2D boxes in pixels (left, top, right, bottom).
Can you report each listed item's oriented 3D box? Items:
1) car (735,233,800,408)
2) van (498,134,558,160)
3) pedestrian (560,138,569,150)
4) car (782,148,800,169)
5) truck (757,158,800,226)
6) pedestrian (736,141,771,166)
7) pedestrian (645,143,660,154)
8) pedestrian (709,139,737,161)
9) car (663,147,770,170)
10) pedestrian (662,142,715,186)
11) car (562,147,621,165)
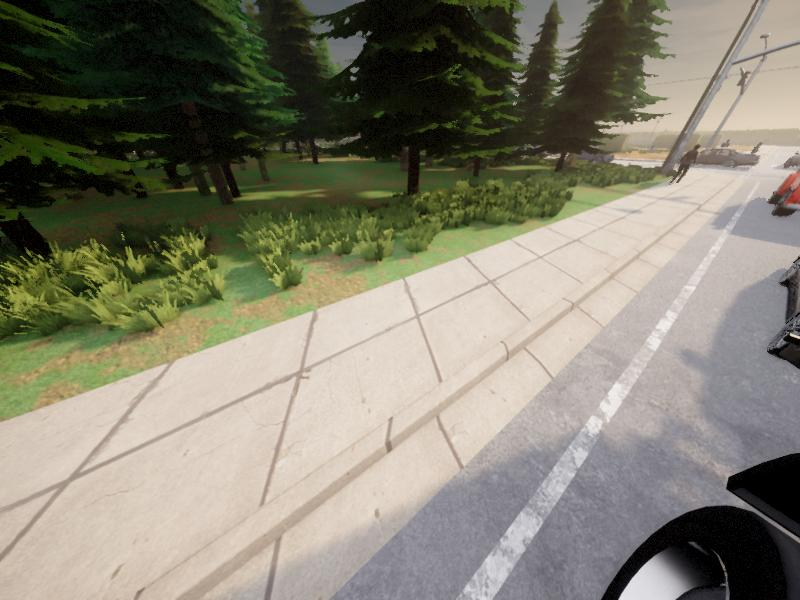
[{"bbox_3d":[6.440,-0.029,2.642,4.902,1.511,2.128,-22,41,-28],"label":"car"},{"bbox_3d":[15.859,-19.363,29.179,1.988,2.561,5.915,-22,40,-28],"label":"van"},{"bbox_3d":[32.357,-30.754,45.496,0.751,1.860,0.751,-24,41,-29],"label":"pedestrian"},{"bbox_3d":[34.916,-12.045,19.653,4.181,1.385,1.994,-22,41,-28],"label":"car"},{"bbox_3d":[14.681,-3.950,7.302,5.204,2.467,2.627,-23,41,-29],"label":"truck"},{"bbox_3d":[32.007,-13.277,20.960,0.751,1.860,0.751,19,40,26],"label":"pedestrian"},{"bbox_3d":[36.104,-21.642,33.027,0.751,1.300,0.751,0,35,0],"label":"pedestrian"},{"bbox_3d":[33.492,-15.595,23.971,0.751,1.860,0.751,22,41,28],"label":"pedestrian"},{"bbox_3d":[27.953,-12.746,20.695,2.033,1.411,5.357,-20,39,-26],"label":"car"},{"bbox_3d":[14.616,-6.932,11.765,0.751,1.860,0.751,-17,38,-22],"label":"pedestrian"},{"bbox_3d":[20.154,-15.367,24.495,1.994,1.385,4.181,-22,41,-28],"label":"car"}]
